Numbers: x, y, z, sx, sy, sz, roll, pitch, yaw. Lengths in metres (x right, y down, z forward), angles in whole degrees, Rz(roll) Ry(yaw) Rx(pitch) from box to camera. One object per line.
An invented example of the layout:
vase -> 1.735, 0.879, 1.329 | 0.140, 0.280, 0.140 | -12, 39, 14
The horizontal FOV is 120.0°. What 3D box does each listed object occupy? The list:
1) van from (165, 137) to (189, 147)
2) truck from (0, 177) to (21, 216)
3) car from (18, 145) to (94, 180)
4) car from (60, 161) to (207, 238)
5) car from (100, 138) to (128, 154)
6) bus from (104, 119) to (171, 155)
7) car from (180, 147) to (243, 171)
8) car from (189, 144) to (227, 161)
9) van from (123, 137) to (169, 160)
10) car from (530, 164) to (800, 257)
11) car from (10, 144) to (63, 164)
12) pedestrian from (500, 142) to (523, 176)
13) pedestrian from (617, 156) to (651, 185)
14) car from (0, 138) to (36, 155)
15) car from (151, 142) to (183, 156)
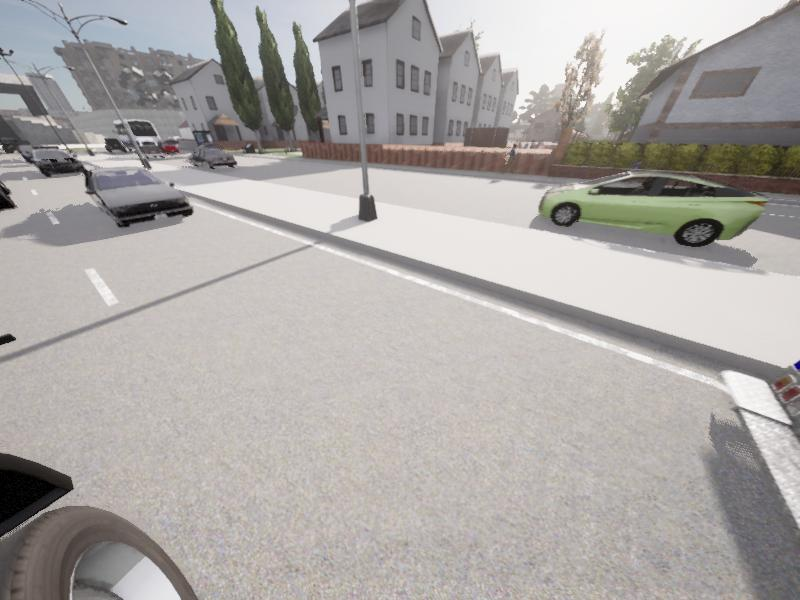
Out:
van -> -55.118, -39.246, 57.292 | 2.069, 2.038, 4.480 | -8, 36, -11
truck -> -16.620, -4.416, 8.197 | 6.274, 2.098, 2.390 | 22, 41, 28
car -> -23.181, -9.364, 15.551 | 5.238, 1.638, 1.930 | 22, 41, 28
car -> -9.094, -3.663, 7.807 | 5.357, 1.411, 2.033 | 24, 41, 29
car -> -44.516, -24.032, 35.942 | 3.866, 1.878, 1.905 | 26, 43, 32
bus -> -41.820, -26.039, 36.788 | 10.273, 4.253, 3.944 | 25, 43, 29
car -> -15.961, -11.963, 19.514 | 5.357, 1.411, 2.033 | 22, 41, 28
car -> -21.474, -16.549, 25.850 | 3.633, 1.501, 1.845 | 24, 41, 29
van -> -29.947, -17.884, 27.229 | 4.480, 2.038, 2.069 | 23, 41, 28
car -> 6.642, -2.835, 6.658 | 4.514, 1.525, 2.007 | 22, 41, 27
car -> -36.237, -14.605, 23.005 | 4.792, 1.488, 2.163 | 22, 41, 28
pedestrian -> 7.333, -9.282, 15.209 | 0.751, 1.860, 0.751 | 22, 41, 28
pedestrian -> 12.798, -7.122, 12.680 | 0.751, 1.300, 0.751 | 20, 40, 25
car -> -54.297, -21.702, 32.549 | 3.866, 1.878, 1.905 | 17, 39, 22
car -> -32.817, -21.319, 32.511 | 3.633, 1.501, 1.845 | 22, 41, 28
